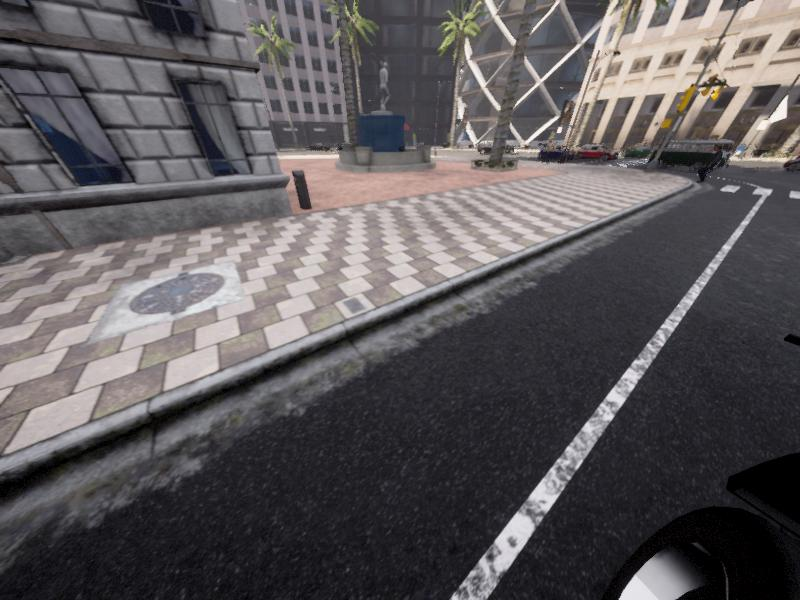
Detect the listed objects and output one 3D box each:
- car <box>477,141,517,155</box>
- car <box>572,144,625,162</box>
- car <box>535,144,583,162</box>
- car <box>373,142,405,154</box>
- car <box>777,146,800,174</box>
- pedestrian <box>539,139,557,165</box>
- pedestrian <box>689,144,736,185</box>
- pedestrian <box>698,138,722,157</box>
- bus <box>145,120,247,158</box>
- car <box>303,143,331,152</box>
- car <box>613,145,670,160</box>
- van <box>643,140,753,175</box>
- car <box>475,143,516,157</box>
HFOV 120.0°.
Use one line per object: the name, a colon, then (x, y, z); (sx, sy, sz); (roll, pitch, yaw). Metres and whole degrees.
car: (15.079, -23.783, 36.119); (5.238, 1.638, 1.930); (26, 43, 32)
car: (21.763, -16.234, 25.503); (1.970, 1.475, 3.806); (-23, 41, -29)
car: (17.446, -16.226, 25.475); (1.845, 1.501, 3.633); (-24, 42, -30)
car: (-1.831, -26.029, 39.429); (5.238, 1.638, 1.930); (5, 35, 8)
car: (30.060, -9.565, 15.869); (1.851, 1.617, 3.988); (-22, 41, -28)
pedestrian: (12.967, -12.982, 20.316); (0.751, 1.860, 0.751); (13, 37, 18)
pedestrian: (17.086, -7.450, 12.702); (0.751, 1.860, 0.751); (-29, 44, -35)
pedestrian: (36.930, -18.209, 27.555); (0.751, 1.860, 0.751); (14, 38, 19)
bus: (-29.899, -24.266, 34.871); (10.273, 4.253, 3.944); (-21, 39, -26)
car: (-16.201, -29.902, 45.328); (4.718, 1.301, 1.895); (-5, 35, -6)
car: (28.716, -17.705, 27.633); (1.994, 1.385, 4.181); (-22, 41, -28)
van: (22.205, -10.986, 17.613); (1.775, 1.987, 4.442); (-8, 36, -11)
car: (13.675, -21.750, 33.359); (4.902, 1.511, 2.128); (25, 42, 31)
